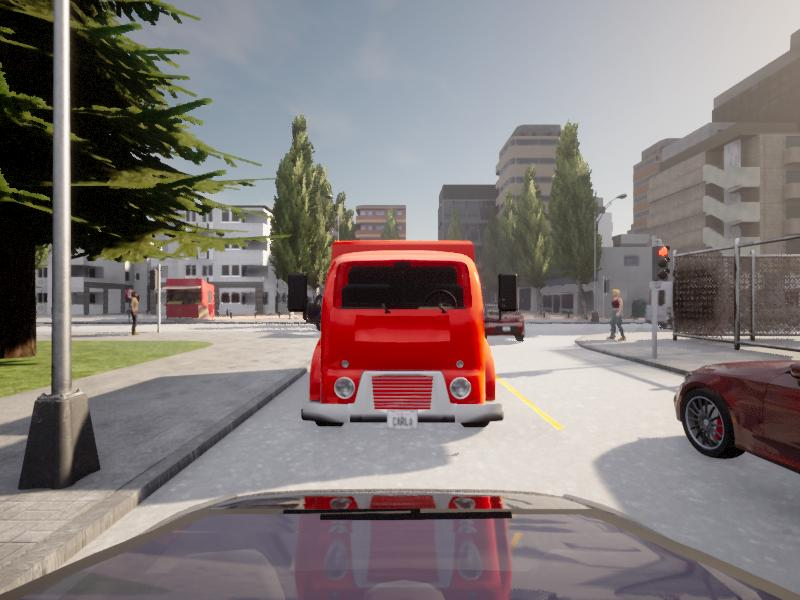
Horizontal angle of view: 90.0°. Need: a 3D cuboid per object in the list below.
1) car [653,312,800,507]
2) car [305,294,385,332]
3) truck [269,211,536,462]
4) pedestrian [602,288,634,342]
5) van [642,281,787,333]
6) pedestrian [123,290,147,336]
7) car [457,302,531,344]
[{"bbox_3d":[3.987,0.870,2.524,1.812,1.442,4.674,0,0,0],"label":"car"},{"bbox_3d":[-2.743,0.644,20.628,3.866,1.878,1.905,0,0,0],"label":"car"},{"bbox_3d":[0.042,0.357,6.535,2.627,2.467,5.204,0,0,0],"label":"truck"},{"bbox_3d":[7.826,0.525,14.366,0.751,1.860,0.751,0,0,0],"label":"pedestrian"},{"bbox_3d":[16.075,0.322,20.654,5.915,2.561,1.988,0,0,0],"label":"van"},{"bbox_3d":[-11.041,0.534,16.681,0.751,1.860,0.751,0,0,-26],"label":"pedestrian"},{"bbox_3d":[3.735,0.854,16.763,1.816,1.474,4.193,0,0,-5],"label":"car"}]
